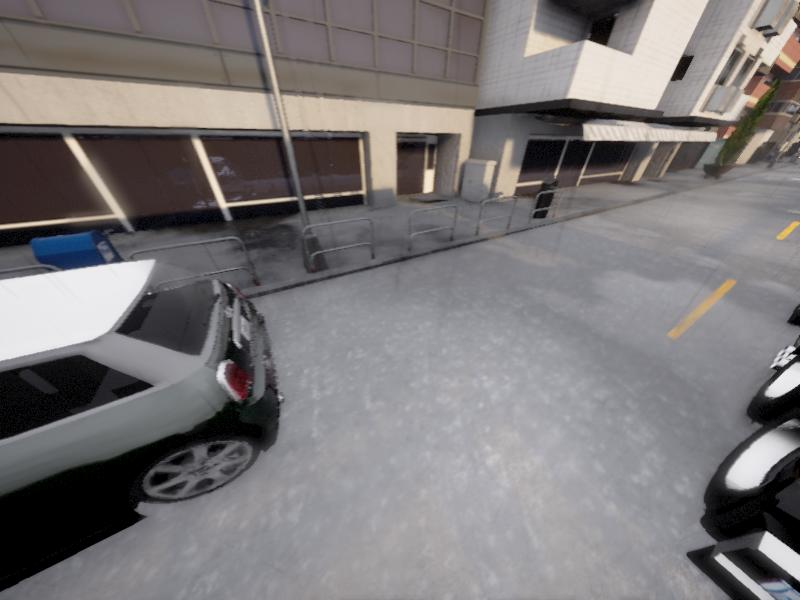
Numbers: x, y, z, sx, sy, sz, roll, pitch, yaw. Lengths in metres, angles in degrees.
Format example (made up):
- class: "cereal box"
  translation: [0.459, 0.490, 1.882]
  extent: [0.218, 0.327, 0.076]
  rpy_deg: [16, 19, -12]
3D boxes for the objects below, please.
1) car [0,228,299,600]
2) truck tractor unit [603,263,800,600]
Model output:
- class: "car"
  translation: [-3.016, 0.835, 1.494]
  extent: [3.806, 1.475, 1.970]
  rpy_deg: [-18, 39, -24]
- class: "truck tractor unit"
  translation: [5.111, -0.298, 0.796]
  extent: [6.516, 4.208, 3.053]
  rpy_deg: [-18, 39, -24]
